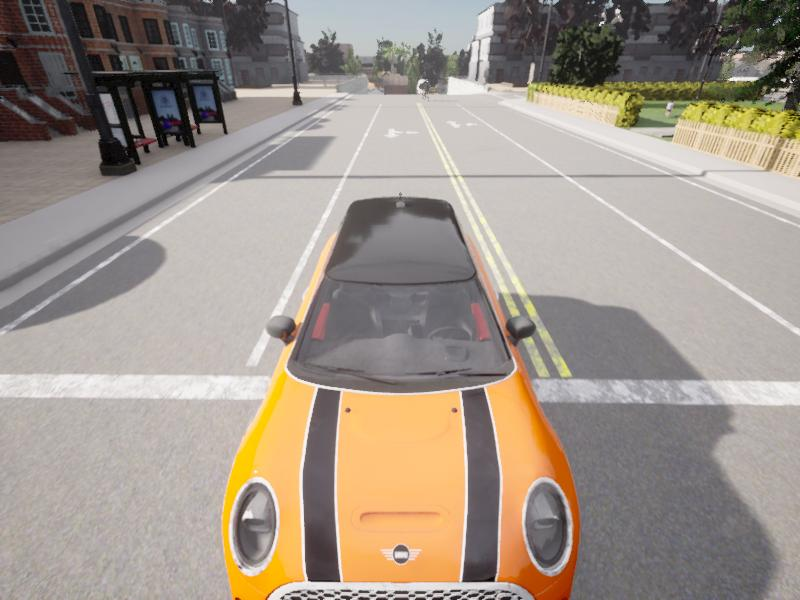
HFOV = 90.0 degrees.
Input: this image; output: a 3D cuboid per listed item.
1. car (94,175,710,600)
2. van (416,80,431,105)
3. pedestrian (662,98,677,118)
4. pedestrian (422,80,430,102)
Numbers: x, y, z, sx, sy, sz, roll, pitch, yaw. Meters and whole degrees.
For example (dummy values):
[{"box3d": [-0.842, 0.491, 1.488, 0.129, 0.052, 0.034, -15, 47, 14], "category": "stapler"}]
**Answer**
[{"box3d": [0.007, 0.266, 3.774, 2.097, 1.767, 4.553, 0, 30, 0], "category": "car"}, {"box3d": [3.529, -31.654, 61.136, 1.988, 2.561, 5.915, 0, 19, 0], "category": "van"}, {"box3d": [17.417, -12.410, 25.832, 0.500, 1.100, 0.500, 18, 35, 28], "category": "pedestrian"}, {"box3d": [2.534, -20.589, 39.353, 0.751, 1.860, 0.751, 2, 30, 4], "category": "pedestrian"}]
